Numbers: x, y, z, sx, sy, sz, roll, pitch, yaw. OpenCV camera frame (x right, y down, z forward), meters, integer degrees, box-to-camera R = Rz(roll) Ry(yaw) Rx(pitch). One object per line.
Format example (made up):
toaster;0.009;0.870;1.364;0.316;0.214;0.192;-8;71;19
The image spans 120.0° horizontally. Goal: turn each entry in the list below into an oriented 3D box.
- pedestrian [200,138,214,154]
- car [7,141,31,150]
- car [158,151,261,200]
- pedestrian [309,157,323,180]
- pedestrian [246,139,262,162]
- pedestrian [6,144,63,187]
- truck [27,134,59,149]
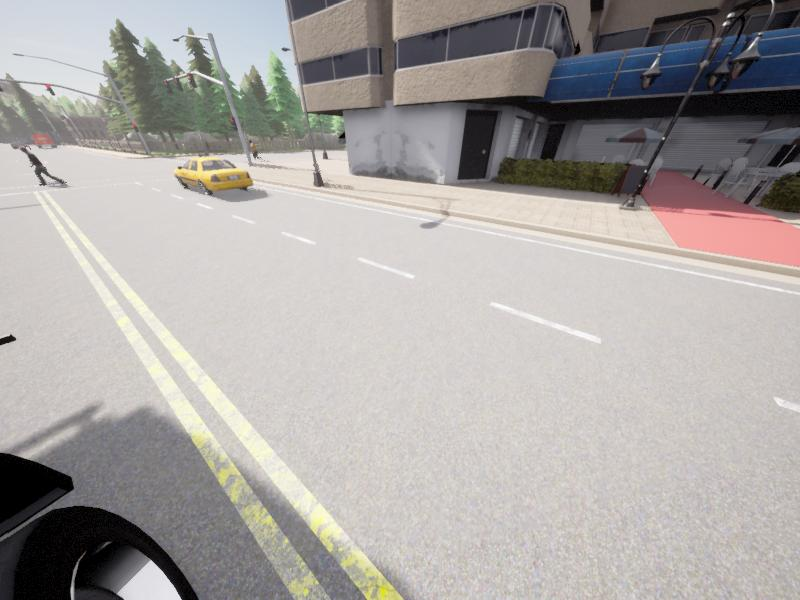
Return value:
pedestrian;-27.140;-21.708;32.528;0.751;1.860;0.751;22;41;28
car;-76.179;-30.997;46.203;4.181;1.385;1.994;23;41;28
car;-9.454;-6.296;11.416;5.366;1.575;1.801;22;41;28
pedestrian;-4.982;-7.766;13.645;0.500;1.100;0.500;-15;38;-21
pedestrian;-14.092;-14.455;22.320;0.751;1.860;0.751;-14;38;-20
pedestrian;-18.981;-7.013;12.082;0.751;1.860;0.751;27;43;32
truck;-76.984;-34.249;49.851;5.204;2.467;2.627;22;41;28
